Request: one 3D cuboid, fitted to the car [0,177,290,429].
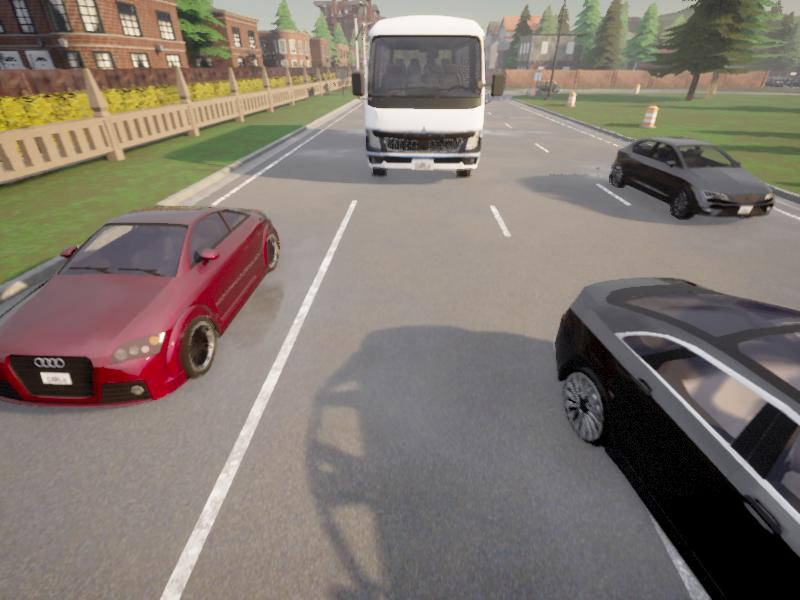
[{"bbox_3d":[-3.127,-0.428,5.354,1.994,1.385,4.181,1,30,2],"label":"car"}]

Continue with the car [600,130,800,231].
[{"bbox_3d":[7.141,-3.203,10.073,1.816,1.474,4.193,-2,30,-3],"label":"car"}]

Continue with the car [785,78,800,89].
[{"bbox_3d":[68.421,-36.564,67.611,2.128,1.511,4.902,1,30,2],"label":"car"}]

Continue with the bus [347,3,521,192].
[{"bbox_3d":[0.941,-7.474,14.579,3.944,4.253,10.273,1,30,2],"label":"bus"}]

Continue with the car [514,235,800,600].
[{"bbox_3d":[2.759,1.263,2.370,2.128,1.511,4.902,-4,30,-7],"label":"car"}]

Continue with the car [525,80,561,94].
[{"bbox_3d":[18.380,-27.386,51.500,3.806,1.475,1.970,-7,31,-13],"label":"car"}]

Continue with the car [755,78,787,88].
[{"bbox_3d":[65.041,-38.115,70.288,1.970,1.475,3.806,1,30,2],"label":"car"}]
